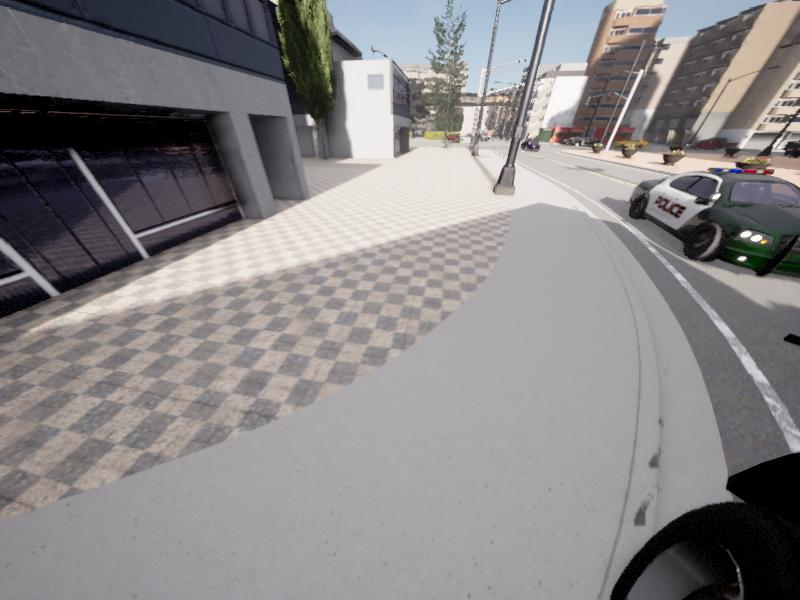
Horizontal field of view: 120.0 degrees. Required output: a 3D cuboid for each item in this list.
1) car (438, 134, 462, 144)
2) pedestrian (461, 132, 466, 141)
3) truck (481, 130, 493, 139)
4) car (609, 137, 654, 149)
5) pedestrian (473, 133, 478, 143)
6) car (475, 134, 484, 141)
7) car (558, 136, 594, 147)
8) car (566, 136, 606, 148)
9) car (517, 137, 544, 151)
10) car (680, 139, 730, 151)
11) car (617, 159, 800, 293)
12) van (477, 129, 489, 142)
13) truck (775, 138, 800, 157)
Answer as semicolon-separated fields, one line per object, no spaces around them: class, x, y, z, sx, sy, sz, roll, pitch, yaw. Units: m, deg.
car;10.654;-34.564;49.551;2.033;1.649;4.856;-24;43;-29
pedestrian;16.443;-42.329;59.708;0.751;1.860;0.751;7;37;8
truck;29.598;-56.484;78.899;2.627;2.467;5.204;7;37;8
car;42.188;-28.694;42.241;5.366;1.575;1.801;7;37;8
pedestrian;17.404;-37.547;53.456;0.751;1.860;0.751;12;38;15
car;23.242;-47.355;67.310;1.970;1.475;3.806;7;37;8
car;35.011;-31.702;46.063;5.238;1.638;1.930;6;37;7
car;34.651;-29.638;43.255;5.238;1.638;1.930;7;37;8
car;18.357;-22.075;32.716;1.845;1.501;3.633;3;36;3
car;53.580;-27.313;40.696;4.856;1.649;2.033;7;37;8
car;7.652;-2.143;5.427;2.038;1.542;4.974;13;38;16
van;21.757;-43.183;60.640;1.988;2.561;5.915;7;37;8
truck;57.253;-20.707;31.483;6.274;2.098;2.390;7;37;8
